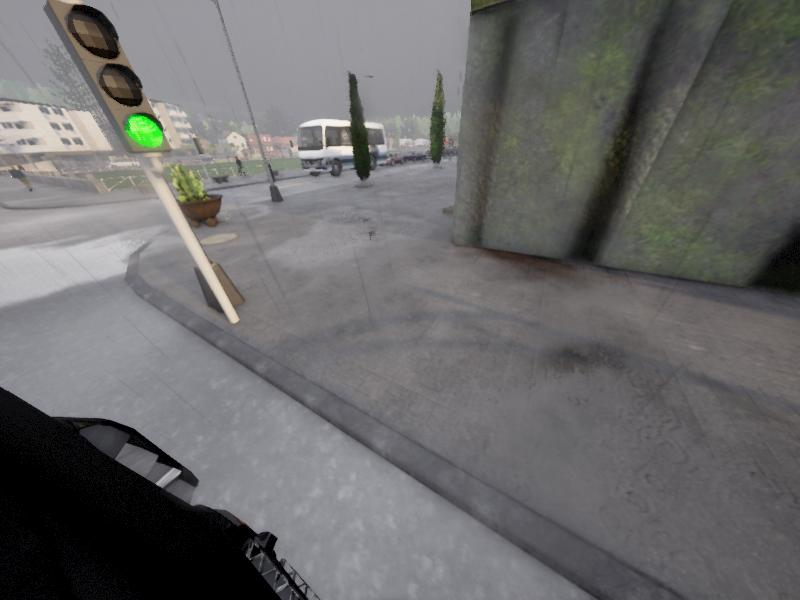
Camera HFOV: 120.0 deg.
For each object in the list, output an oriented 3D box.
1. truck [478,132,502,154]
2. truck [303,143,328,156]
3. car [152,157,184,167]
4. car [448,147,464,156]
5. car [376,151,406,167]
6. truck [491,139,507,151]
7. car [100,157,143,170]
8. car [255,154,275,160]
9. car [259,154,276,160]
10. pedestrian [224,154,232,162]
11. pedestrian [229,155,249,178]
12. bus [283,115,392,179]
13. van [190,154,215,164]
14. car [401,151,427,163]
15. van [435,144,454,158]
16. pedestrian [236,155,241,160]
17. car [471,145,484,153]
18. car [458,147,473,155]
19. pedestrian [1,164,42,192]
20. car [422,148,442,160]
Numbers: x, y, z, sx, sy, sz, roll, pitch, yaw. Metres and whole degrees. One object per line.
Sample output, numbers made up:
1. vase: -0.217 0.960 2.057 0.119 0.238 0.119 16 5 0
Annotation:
1. truck: 20.994 -36.448 53.524 2.891 3.827 8.468 16 38 26
2. truck: -31.818 -57.032 87.703 2.891 3.827 8.468 16 38 26
3. car: -57.984 -34.596 57.849 1.930 1.638 5.238 16 38 26
4. car: 11.553 -30.512 47.380 1.816 1.474 4.193 16 38 26
5. car: -1.088 -18.015 29.525 1.970 1.475 3.806 16 38 26
6. truck: 26.278 -41.108 61.360 2.627 2.467 5.204 16 38 26
7. car: -62.227 -30.560 51.733 2.150 2.045 5.566 16 38 26
8. car: -44.767 -47.596 76.626 2.033 1.411 5.357 16 38 26
9. car: -42.215 -45.677 73.608 1.994 1.385 4.181 16 38 26
10. pedestrian: -45.139 -37.266 60.577 0.751 1.860 0.751 16 38 26
11. pedestrian: -15.527 -12.947 22.338 0.751 1.860 0.751 16 38 26
12. bus: -5.207 -15.029 22.835 3.944 4.253 10.273 16 38 25
13. van: -54.011 -38.684 63.387 1.775 1.987 4.442 16 38 26
14. car: 2.104 -21.062 34.034 1.895 1.301 4.718 16 38 26
15. van: 8.253 -27.461 42.576 1.775 1.987 4.442 16 38 26
16. pedestrian: -52.276 -46.199 74.891 0.751 1.300 0.751 15 37 24
17. car: 19.776 -38.658 59.044 1.812 1.442 4.674 16 38 26
18. car: 14.663 -33.520 51.834 1.895 1.301 4.718 16 38 26
19. pedestrian: -29.657 -9.551 18.141 0.751 1.860 0.751 -28 42 -33
20. car: 5.345 -24.358 38.585 1.970 1.475 3.806 16 38 26
